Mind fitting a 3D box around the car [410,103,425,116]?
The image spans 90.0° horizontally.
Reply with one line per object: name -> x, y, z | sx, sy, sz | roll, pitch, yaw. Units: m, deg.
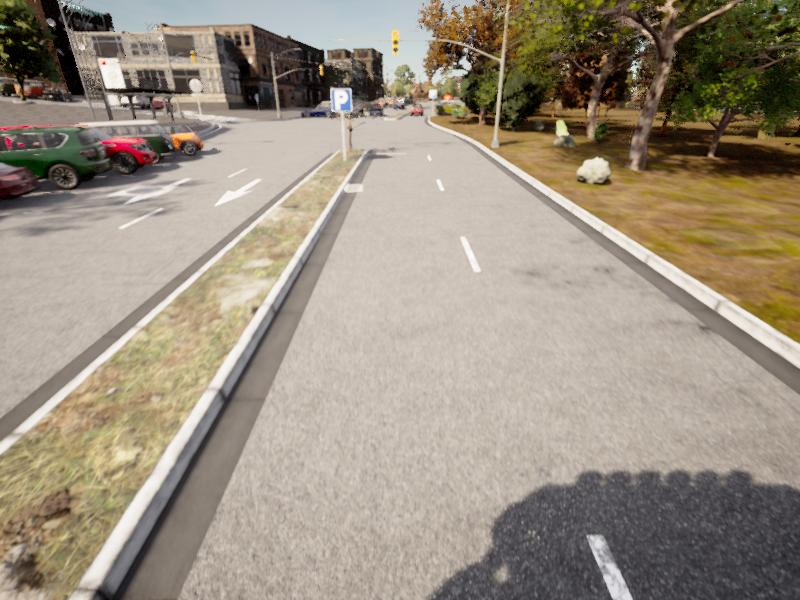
car -> 2.653, -28.606, 60.070 | 1.851, 1.617, 3.988 | 2, 27, 5

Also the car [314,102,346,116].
car -> -10.799, -29.287, 61.425 | 4.553, 1.767, 2.185 | -8, 27, -12

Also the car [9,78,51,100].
car -> -43.229, -24.659, 46.865 | 1.878, 1.987, 4.442 | -4, 26, -20

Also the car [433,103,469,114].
car -> 8.107, -30.509, 63.763 | 5.366, 1.575, 1.946 | -6, 28, -12

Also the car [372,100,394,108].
car -> -4.283, -49.678, 101.282 | 5.366, 1.575, 1.946 | -6, 28, -8

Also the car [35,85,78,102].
car -> -40.281, -24.257, 47.143 | 2.231, 1.521, 4.892 | -4, 26, -20

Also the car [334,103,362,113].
car -> -9.375, -34.637, 72.179 | 4.674, 1.452, 2.002 | -7, 27, -11

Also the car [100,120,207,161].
car -> -13.663, -9.092, 22.610 | 4.553, 1.767, 2.185 | -10, 29, -17

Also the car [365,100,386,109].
car -> -5.713, -45.726, 93.339 | 4.553, 1.767, 2.185 | -6, 28, -9

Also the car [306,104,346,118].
car -> -10.888, -27.831, 58.854 | 5.366, 1.575, 1.946 | -8, 28, -12

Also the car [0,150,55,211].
car -> -13.791, -3.456, 11.961 | 4.674, 1.452, 2.002 | -10, 29, -17

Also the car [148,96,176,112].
car -> -28.243, -23.258, 47.549 | 2.002, 1.452, 4.674 | -4, 26, -20

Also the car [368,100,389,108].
car -> -5.190, -46.976, 96.041 | 4.892, 1.521, 2.231 | -6, 28, -8

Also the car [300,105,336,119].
car -> -11.529, -26.423, 56.213 | 4.792, 1.488, 2.163 | -8, 28, -13

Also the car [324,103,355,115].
car -> -10.112, -31.926, 66.828 | 4.892, 1.521, 2.231 | -7, 27, -12

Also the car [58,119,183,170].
car -> -13.635, -7.826, 19.913 | 4.442, 1.987, 1.878 | -10, 28, -17

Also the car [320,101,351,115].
car -> -10.338, -30.770, 64.082 | 4.442, 1.987, 1.878 | -8, 27, -12

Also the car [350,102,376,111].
car -> -7.703, -40.153, 82.801 | 5.008, 1.535, 2.097 | -6, 27, -10

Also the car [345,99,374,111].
car -> -8.123, -39.013, 80.037 | 5.566, 2.045, 2.435 | -7, 27, -10

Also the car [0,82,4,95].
car -> -49.384, -25.069, 47.021 | 1.946, 1.575, 5.366 | -4, 26, -20

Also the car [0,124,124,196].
car -> -13.816, -5.080, 14.496 | 5.566, 2.045, 2.435 | -10, 29, -17

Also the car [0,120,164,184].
car -> -13.747, -6.464, 17.199 | 5.566, 2.045, 2.435 | -10, 28, -17

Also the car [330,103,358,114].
car -> -9.743, -33.263, 69.509 | 4.674, 1.452, 2.002 | -7, 28, -11

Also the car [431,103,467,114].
car -> 8.085, -31.817, 66.296 | 5.366, 1.575, 1.946 | -6, 28, -12

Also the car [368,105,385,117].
car -> -3.371, -27.281, 57.730 | 1.816, 1.474, 4.193 | 2, 27, 5

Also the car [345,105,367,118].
car -> -6.334, -27.521, 58.220 | 2.128, 1.511, 4.902 | 2, 27, 5

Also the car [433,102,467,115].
car -> 7.574, -29.247, 61.045 | 4.553, 1.767, 2.185 | -6, 28, -12

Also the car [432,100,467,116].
car -> 7.194, -27.976, 58.359 | 4.442, 1.987, 1.878 | -6, 28, -13

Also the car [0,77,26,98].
car -> -46.246, -24.901, 46.768 | 1.878, 1.987, 4.442 | -4, 26, -20

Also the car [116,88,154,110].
car -> -31.240, -23.772, 47.348 | 2.435, 2.045, 5.566 | -4, 26, -20
